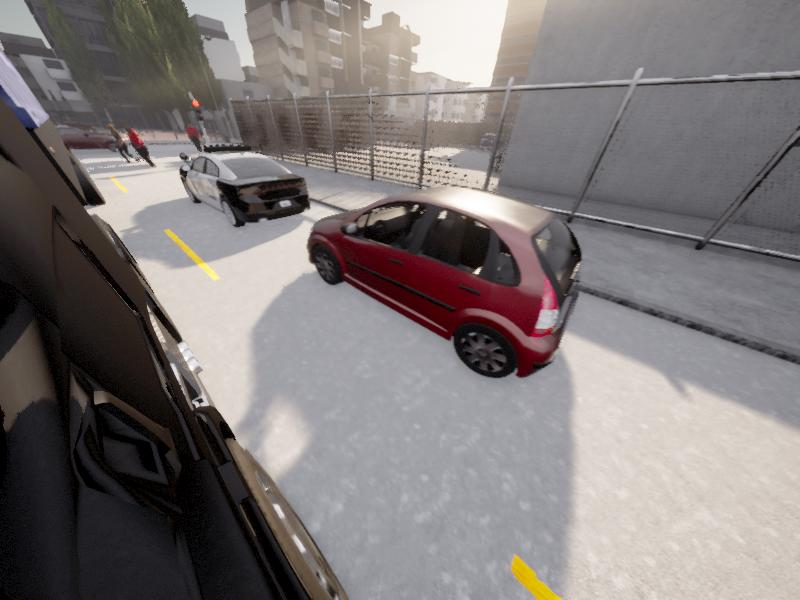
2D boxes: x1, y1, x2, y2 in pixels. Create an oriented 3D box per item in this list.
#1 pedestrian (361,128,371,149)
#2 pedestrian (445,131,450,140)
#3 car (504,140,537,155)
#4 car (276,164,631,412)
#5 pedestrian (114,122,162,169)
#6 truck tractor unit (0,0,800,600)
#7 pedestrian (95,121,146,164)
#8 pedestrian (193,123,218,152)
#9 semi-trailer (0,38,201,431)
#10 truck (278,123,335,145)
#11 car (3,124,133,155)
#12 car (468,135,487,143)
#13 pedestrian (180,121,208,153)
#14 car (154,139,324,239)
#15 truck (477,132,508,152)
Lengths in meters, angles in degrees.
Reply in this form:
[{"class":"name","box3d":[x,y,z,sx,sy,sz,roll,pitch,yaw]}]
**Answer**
[{"class":"pedestrian","box3d":[-3.858,-18.290,26.163,0.751,1.860,0.751,29,44,31]},{"class":"pedestrian","box3d":[12.327,-42.537,59.705,0.751,1.860,0.751,28,44,30]},{"class":"car","box3d":[15.675,-19.745,29.846,2.033,1.415,5.357,28,43,30]},{"class":"car","box3d":[0.329,-0.762,3.365,3.988,1.617,1.851,28,43,30]},{"class":"pedestrian","box3d":[-13.075,-7.733,11.594,0.751,1.860,0.751,25,42,27]},{"class":"truck tractor unit","box3d":[-2.645,-0.295,0.351,6.516,4.208,3.053,28,44,30]},{"class":"pedestrian","box3d":[-14.904,-8.401,12.371,0.751,1.860,0.751,11,38,12]},{"class":"pedestrian","box3d":[-15.401,-12.856,18.310,0.751,1.860,0.751,-28,47,-35]},{"class":"semi-trailer","box3d":[-8.674,-3.617,4.258,14.254,4.402,2.717,28,44,30]},{"class":"truck","box3d":[-11.884,-21.464,29.917,2.390,2.098,6.274,28,43,29]},{"class":"car","box3d":[-21.695,-10.707,15.414,1.812,1.442,4.674,28,43,30]},{"class":"car","box3d":[18.351,-38.212,54.900,2.033,1.411,5.357,28,43,30]},{"class":"pedestrian","box3d":[-14.721,-11.674,16.582,0.751,1.860,0.751,-15,40,-22]},{"class":"car","box3d":[-4.757,-3.533,6.722,5.238,1.638,1.930,27,43,29]},{"class":"truck","box3d":[12.754,-21.678,31.727,2.069,2.038,4.478,28,43,30]}]
